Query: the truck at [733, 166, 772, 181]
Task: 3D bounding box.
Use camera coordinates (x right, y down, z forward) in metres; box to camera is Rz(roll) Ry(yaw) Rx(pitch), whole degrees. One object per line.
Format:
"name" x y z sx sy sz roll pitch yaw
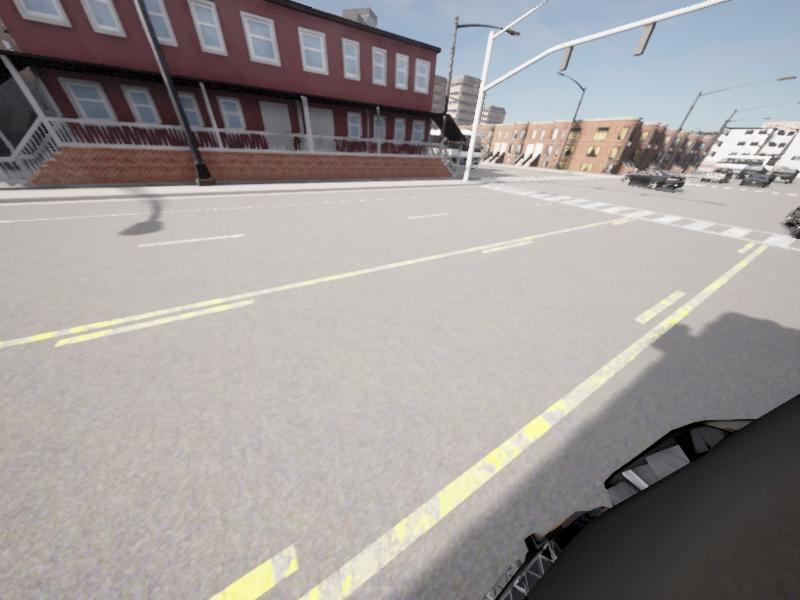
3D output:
"truck" 62.268 -22.387 40.822 6.274 2.098 2.390 -16 38 -26

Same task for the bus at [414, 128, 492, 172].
"bus" 6.406 -20.064 30.899 3.944 4.253 10.273 -16 38 -26

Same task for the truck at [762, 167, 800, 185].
"truck" 61.472 -19.934 37.058 6.274 2.098 2.390 -16 38 -26

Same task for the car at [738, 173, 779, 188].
"car" 44.902 -14.983 28.928 4.181 1.385 1.994 -16 38 -26

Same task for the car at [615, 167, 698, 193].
"car" 23.016 -11.061 21.132 2.128 1.511 4.902 3 34 -1

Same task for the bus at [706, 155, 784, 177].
"bus" 91.219 -35.977 61.689 3.944 4.253 10.273 -1 34 -6

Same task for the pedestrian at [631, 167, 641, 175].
"pedestrian" 35.738 -19.537 34.995 0.500 1.100 0.500 -20 40 -30

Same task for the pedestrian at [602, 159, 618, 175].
"pedestrian" 29.450 -18.613 32.407 0.751 1.860 0.751 -21 40 -31

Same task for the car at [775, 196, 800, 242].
"car" 16.623 -3.047 8.555 4.792 1.488 2.163 -22 41 -33

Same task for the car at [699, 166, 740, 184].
"car" 43.345 -16.986 31.363 4.605 1.855 1.932 -16 38 -26
